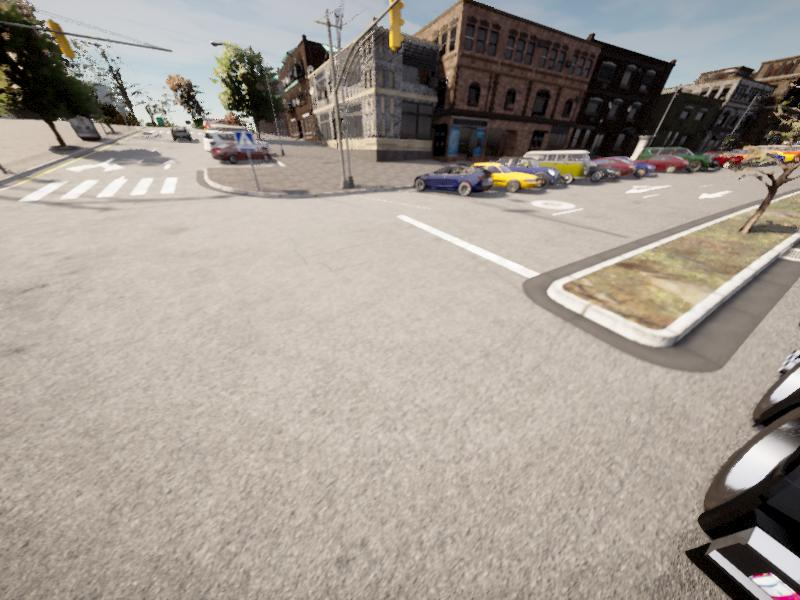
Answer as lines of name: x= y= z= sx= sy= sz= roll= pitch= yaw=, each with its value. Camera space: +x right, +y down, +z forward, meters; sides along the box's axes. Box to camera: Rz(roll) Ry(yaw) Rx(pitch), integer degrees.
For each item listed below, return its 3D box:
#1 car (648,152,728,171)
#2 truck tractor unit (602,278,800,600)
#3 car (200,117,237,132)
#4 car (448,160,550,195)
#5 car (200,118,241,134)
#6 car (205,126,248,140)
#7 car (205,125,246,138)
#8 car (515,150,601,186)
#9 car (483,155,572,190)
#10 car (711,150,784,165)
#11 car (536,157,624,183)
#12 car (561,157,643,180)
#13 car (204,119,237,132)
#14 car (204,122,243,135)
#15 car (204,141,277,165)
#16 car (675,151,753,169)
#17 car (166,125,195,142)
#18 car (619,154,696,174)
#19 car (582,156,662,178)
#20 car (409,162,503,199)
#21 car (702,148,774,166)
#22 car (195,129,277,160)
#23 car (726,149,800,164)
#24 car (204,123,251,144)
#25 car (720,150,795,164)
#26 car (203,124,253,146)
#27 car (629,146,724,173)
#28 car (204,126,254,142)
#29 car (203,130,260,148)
car: x=30.135 y=-14.701 z=24.461 sx=5.008 sy=1.535 sz=2.097 roll=28 pitch=42 yaw=37
truck tractor unit: x=5.110 y=-0.300 z=0.777 sx=6.516 sy=4.208 sz=3.053 roll=-18 pitch=37 yaw=-23
car: x=-40.187 y=-38.967 z=51.395 sx=2.435 sy=2.045 sz=5.566 roll=23 pitch=38 yaw=29
car: x=5.895 y=-7.799 z=14.449 sx=5.366 sy=1.575 sz=1.946 roll=25 pitch=41 yaw=35
car: x=-35.154 y=-34.291 z=45.537 sx=2.435 sy=2.045 sz=5.566 roll=27 pitch=42 yaw=26
car: x=-26.890 y=-25.990 z=36.005 sx=2.002 sy=1.452 sz=4.674 roll=28 pitch=42 yaw=26
car: x=-28.545 y=-27.611 z=37.957 sx=2.002 sy=1.452 sz=4.674 roll=27 pitch=42 yaw=27
car: x=11.201 y=-9.592 z=16.663 sx=4.442 sy=1.987 sz=1.878 roll=26 pitch=41 yaw=35
car: x=8.409 y=-8.774 z=15.661 sx=4.553 sy=1.767 sz=2.185 roll=26 pitch=41 yaw=35
car: x=43.954 y=-18.176 z=29.472 sx=2.231 sy=1.521 sz=4.892 roll=-28 pitch=41 yaw=-35
car: x=13.807 y=-10.223 z=17.983 sx=4.892 sy=1.521 sz=2.231 roll=26 pitch=41 yaw=35
car: x=16.512 y=-10.952 z=19.107 sx=4.674 sy=1.452 sz=2.002 roll=27 pitch=42 yaw=36
car: x=-36.859 y=-35.813 z=47.561 sx=2.185 sy=1.767 sz=4.553 roll=26 pitch=41 yaw=26
car: x=-33.382 y=-32.574 z=43.888 sx=1.946 sy=1.575 sz=5.366 roll=27 pitch=41 yaw=26
car: x=-13.801 y=-13.004 z=20.356 sx=2.002 sy=1.452 sz=4.674 roll=27 pitch=42 yaw=27
car: x=35.639 y=-16.115 z=26.501 sx=2.097 sy=1.535 sz=5.008 roll=-29 pitch=42 yaw=-35
car: x=-28.771 y=-21.983 z=30.455 sx=2.128 sy=1.511 sz=4.902 roll=-19 pitch=43 yaw=-28
car: x=24.661 y=-13.205 z=22.368 sx=4.674 sy=1.452 sz=2.002 roll=27 pitch=43 yaw=36
car: x=19.221 y=-11.716 z=20.214 sx=4.674 sy=1.452 sz=2.002 roll=27 pitch=42 yaw=36
car: x=3.044 y=-7.128 z=13.560 sx=4.792 sy=1.488 sz=2.163 roll=25 pitch=41 yaw=34
car: x=41.182 y=-17.596 z=28.415 sx=2.185 sy=1.767 sz=4.553 roll=-28 pitch=42 yaw=-35
car: x=-15.405 y=-14.871 z=22.153 sx=2.435 sy=2.045 sz=5.566 roll=27 pitch=42 yaw=27
car: x=49.377 y=-19.594 z=31.516 sx=1.946 sy=1.575 sz=5.366 roll=-27 pitch=41 yaw=-34
car: x=-23.667 y=-22.901 z=31.851 sx=1.878 sy=1.987 sz=4.442 roll=28 pitch=42 yaw=26
car: x=46.724 y=-18.861 z=30.456 sx=2.097 sy=1.535 sz=5.008 roll=-27 pitch=41 yaw=-35
car: x=-22.027 y=-21.275 z=29.892 sx=1.878 sy=1.987 sz=4.442 roll=28 pitch=42 yaw=26
car: x=27.415 y=-14.176 z=23.260 sx=5.566 sy=2.045 sz=2.435 roll=28 pitch=42 yaw=37
car: x=-25.142 y=-24.481 z=34.145 sx=1.946 sy=1.575 sz=5.366 roll=27 pitch=42 yaw=27
car: x=-20.350 y=-19.522 z=28.148 sx=2.231 sy=1.521 sz=4.892 roll=27 pitch=42 yaw=27
